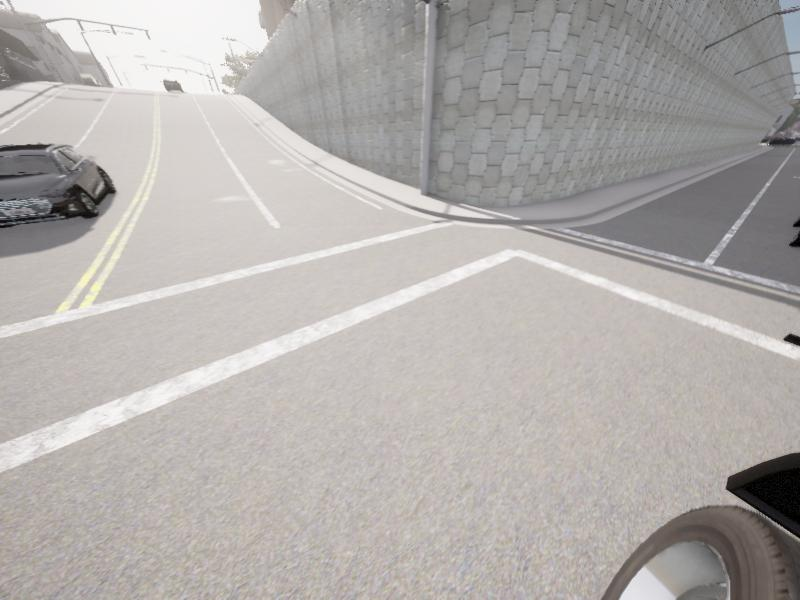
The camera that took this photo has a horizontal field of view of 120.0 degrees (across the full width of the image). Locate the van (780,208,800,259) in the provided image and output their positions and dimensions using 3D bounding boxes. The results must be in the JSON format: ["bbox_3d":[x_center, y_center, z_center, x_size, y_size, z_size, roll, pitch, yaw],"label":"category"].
[{"bbox_3d":[11.001,-2.160,5.142,4.442,1.987,1.775,-22,41,-28],"label":"van"}]

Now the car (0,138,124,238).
[{"bbox_3d":[-10.872,-3.705,7.086,2.033,1.649,4.856,-22,46,-28],"label":"car"}]

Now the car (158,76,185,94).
[{"bbox_3d":[-31.941,-30.087,32.380,2.128,1.511,4.902,-23,45,-28],"label":"car"}]
